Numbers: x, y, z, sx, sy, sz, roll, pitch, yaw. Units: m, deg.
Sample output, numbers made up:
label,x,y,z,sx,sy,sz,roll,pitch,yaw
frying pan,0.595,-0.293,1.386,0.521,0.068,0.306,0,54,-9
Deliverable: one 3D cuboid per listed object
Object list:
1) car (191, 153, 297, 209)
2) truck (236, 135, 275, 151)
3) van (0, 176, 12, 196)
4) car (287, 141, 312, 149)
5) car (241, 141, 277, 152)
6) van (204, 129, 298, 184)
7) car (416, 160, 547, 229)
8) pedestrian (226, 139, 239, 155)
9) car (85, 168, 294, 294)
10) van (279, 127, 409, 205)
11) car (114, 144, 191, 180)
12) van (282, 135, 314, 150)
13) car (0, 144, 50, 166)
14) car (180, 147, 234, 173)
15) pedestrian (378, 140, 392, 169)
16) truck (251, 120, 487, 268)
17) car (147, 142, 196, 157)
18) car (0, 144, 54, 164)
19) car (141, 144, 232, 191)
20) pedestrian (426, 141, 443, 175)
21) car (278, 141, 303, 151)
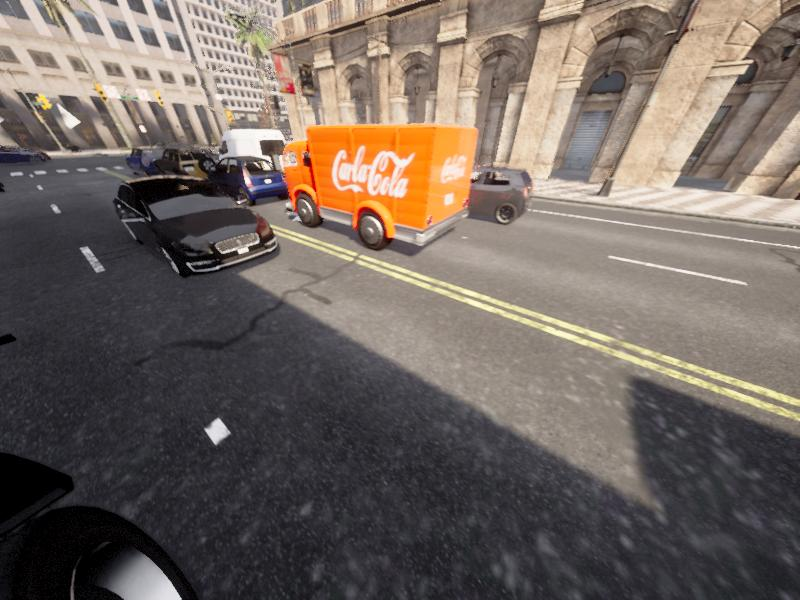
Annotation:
label,x,y,z,sx,sy,sz,roll,pitch,yaw
car,-6.613,-5.186,9.814,3.988,1.617,1.851,23,41,28
truck,-27.358,-29.874,43.906,2.627,2.467,5.204,23,41,28
van,-20.089,-5.932,10.429,4.442,1.987,1.775,22,41,28
car,-23.164,-35.979,53.462,2.163,1.488,4.792,22,41,28
car,-25.308,-27.649,41.625,2.163,1.488,4.792,23,41,28
van,-9.482,-9.234,14.724,5.915,2.561,1.988,23,41,28
car,2.636,-3.805,8.001,3.633,1.501,1.845,22,41,28
pedestrian,-24.382,-22.239,33.589,0.751,1.860,0.751,19,39,24
car,-4.941,-1.970,5.364,4.892,1.490,1.837,23,41,28
van,-2.649,-6.403,10.765,5.915,2.561,1.988,22,41,28
car,-16.667,-9.407,15.554,4.553,1.767,2.097,23,41,28
van,-21.985,-34.220,50.019,1.988,2.561,5.915,23,41,28
car,-35.003,-12.977,20.692,1.845,1.501,3.633,23,41,28
car,-15.337,-11.227,18.375,3.633,1.501,1.845,23,41,28
pedestrian,-1.166,-11.329,18.048,0.751,1.860,0.751,14,37,18
truck,-0.932,-3.186,6.277,5.204,2.467,2.627,22,41,28
car,-30.412,-20.153,30.841,1.851,1.617,3.988,23,41,28
car,-37.620,-14.321,22.621,1.970,1.475,3.806,23,41,28
car,-11.722,-7.412,12.693,4.605,1.855,1.932,22,41,28
pedestrian,2.308,-9.590,15.611,0.751,1.860,0.751,22,41,28
car,-21.672,-30.555,45.783,1.970,1.475,3.806,23,41,28
